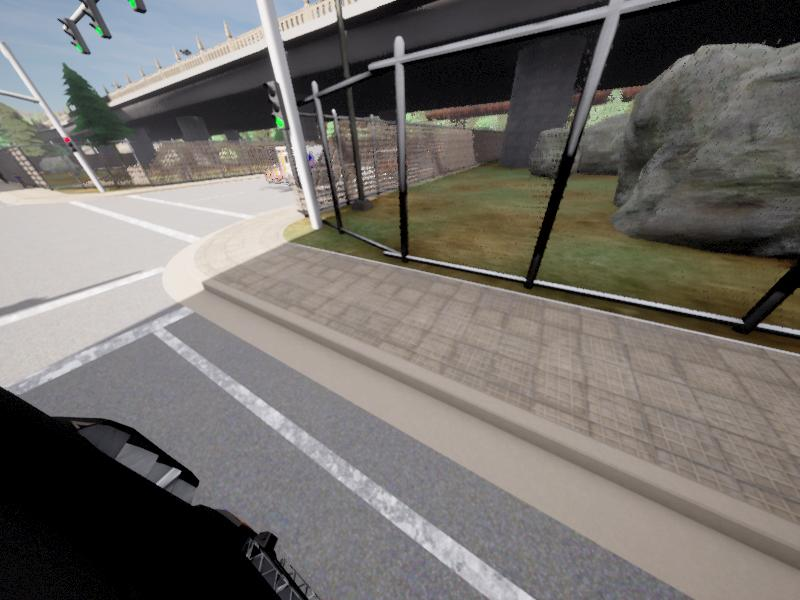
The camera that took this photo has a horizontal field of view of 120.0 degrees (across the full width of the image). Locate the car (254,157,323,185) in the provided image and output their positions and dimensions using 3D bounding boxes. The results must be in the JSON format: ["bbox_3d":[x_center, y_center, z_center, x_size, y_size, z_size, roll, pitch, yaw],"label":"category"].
[{"bbox_3d":[-9.244,-11.078,19.664,2.242,1.667,4.611,16,38,25],"label":"car"}]

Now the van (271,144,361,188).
[{"bbox_3d":[-6.089,-10.627,18.095,2.351,2.431,6.366,16,38,26],"label":"van"}]

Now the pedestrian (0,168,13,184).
[{"bbox_3d":[-45.747,-14.334,26.403,0.751,1.860,0.751,18,39,28],"label":"pedestrian"}]

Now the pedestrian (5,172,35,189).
[{"bbox_3d":[-34.002,-10.695,20.673,0.751,1.300,0.751,15,38,25],"label":"pedestrian"}]

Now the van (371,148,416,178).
[{"bbox_3d":[-0.416,-12.184,20.444,1.775,1.987,4.442,16,38,26],"label":"van"}]
